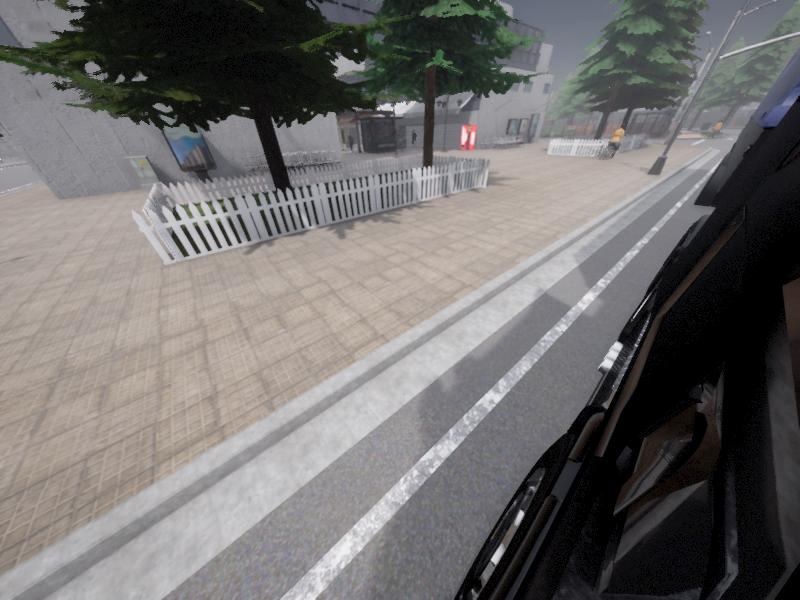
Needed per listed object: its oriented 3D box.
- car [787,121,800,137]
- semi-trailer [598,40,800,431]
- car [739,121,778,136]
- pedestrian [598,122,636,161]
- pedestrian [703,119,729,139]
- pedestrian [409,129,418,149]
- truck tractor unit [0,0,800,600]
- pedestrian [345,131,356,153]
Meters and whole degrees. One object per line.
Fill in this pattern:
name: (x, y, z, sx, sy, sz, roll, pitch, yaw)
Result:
car: (46.804, -19.589, 26.335, 4.181, 1.385, 1.994, -30, 45, -32)
semi-trailer: (8.683, -3.593, 4.276, 14.254, 4.402, 2.717, -28, 44, -30)
car: (46.176, -22.188, 29.876, 4.181, 1.385, 1.994, -32, 46, -34)
pedestrian: (12.981, -9.521, 13.893, 0.751, 1.860, 0.751, -17, 39, -19)
pedestrian: (35.720, -19.339, 26.153, 0.751, 1.860, 0.751, -11, 37, -12)
pedestrian: (1.493, -18.063, 25.931, 0.751, 1.860, 0.751, -23, 41, -26)
truck tractor unit: (2.645, -0.295, 0.351, 6.516, 4.208, 3.053, -28, 44, -30)
pedestrian: (-5.163, -16.575, 24.266, 0.751, 1.860, 0.751, -2, 37, 1)
